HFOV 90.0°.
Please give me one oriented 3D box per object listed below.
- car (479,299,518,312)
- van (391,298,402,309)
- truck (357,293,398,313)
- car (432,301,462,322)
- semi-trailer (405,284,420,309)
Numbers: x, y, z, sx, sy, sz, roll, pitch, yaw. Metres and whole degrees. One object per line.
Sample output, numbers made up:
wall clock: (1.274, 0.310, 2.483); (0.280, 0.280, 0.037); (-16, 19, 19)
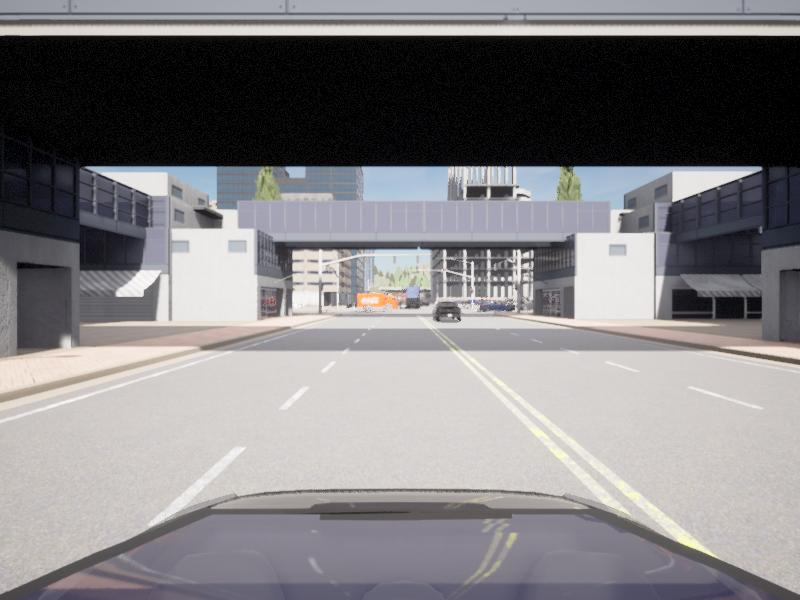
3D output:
car: (12.850, 0.764, 52.617); (4.611, 1.667, 2.242); (0, 0, 0)
van: (-0.629, 0.582, 74.422); (2.069, 2.038, 4.480); (0, 0, 0)
truck: (-2.923, 0.369, 52.523); (5.204, 2.467, 2.627); (0, 0, -1)
car: (3.631, 0.849, 31.526); (1.837, 1.490, 4.892); (0, 0, 0)
semi-trailer: (2.594, -0.610, 79.486); (2.717, 4.402, 14.254); (0, 0, 2)
